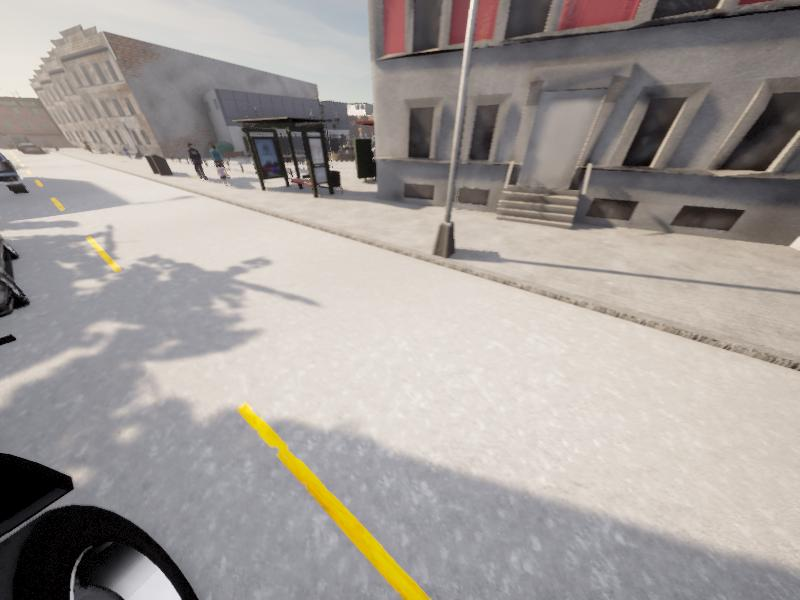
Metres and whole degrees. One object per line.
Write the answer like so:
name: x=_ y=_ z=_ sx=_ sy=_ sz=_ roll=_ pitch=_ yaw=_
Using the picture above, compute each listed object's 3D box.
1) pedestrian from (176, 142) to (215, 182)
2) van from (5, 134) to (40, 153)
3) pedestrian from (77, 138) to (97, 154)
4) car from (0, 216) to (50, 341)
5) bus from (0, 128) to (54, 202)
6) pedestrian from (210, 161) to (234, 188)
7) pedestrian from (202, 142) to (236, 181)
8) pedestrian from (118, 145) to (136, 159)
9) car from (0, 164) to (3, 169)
pedestrian: x=-11.347 y=-7.679 z=12.870 sx=0.751 sy=1.860 sz=0.751 roll=21 pitch=40 yaw=26
van: x=-65.280 y=-27.108 z=39.947 sx=5.915 sy=2.561 sz=1.988 roll=22 pitch=41 yaw=28
pedestrian: x=-42.820 y=-21.087 z=31.622 sx=0.751 sy=1.860 sz=0.751 roll=18 pitch=39 yaw=24
car: x=-7.904 y=-0.644 z=3.547 sx=5.357 sy=1.411 sz=2.033 roll=22 pitch=41 yaw=28
bus: x=-21.101 y=-7.280 z=10.366 sx=10.273 sy=4.253 sz=3.944 roll=22 pitch=41 yaw=28
pedestrian: x=-8.942 y=-6.332 z=11.640 sx=0.500 sy=1.100 sz=0.500 roll=29 pitch=44 yaw=35
pedestrian: x=-10.262 y=-7.873 z=13.155 sx=0.751 sy=1.860 sz=0.751 roll=26 pitch=42 yaw=31
pedestrian: x=-29.899 y=-16.207 z=25.296 sx=0.751 sy=1.300 sz=0.751 roll=27 pitch=43 yaw=32
car: x=-33.793 y=-11.392 z=18.146 sx=3.866 sy=1.878 sz=1.905 roll=22 pitch=40 yaw=28
